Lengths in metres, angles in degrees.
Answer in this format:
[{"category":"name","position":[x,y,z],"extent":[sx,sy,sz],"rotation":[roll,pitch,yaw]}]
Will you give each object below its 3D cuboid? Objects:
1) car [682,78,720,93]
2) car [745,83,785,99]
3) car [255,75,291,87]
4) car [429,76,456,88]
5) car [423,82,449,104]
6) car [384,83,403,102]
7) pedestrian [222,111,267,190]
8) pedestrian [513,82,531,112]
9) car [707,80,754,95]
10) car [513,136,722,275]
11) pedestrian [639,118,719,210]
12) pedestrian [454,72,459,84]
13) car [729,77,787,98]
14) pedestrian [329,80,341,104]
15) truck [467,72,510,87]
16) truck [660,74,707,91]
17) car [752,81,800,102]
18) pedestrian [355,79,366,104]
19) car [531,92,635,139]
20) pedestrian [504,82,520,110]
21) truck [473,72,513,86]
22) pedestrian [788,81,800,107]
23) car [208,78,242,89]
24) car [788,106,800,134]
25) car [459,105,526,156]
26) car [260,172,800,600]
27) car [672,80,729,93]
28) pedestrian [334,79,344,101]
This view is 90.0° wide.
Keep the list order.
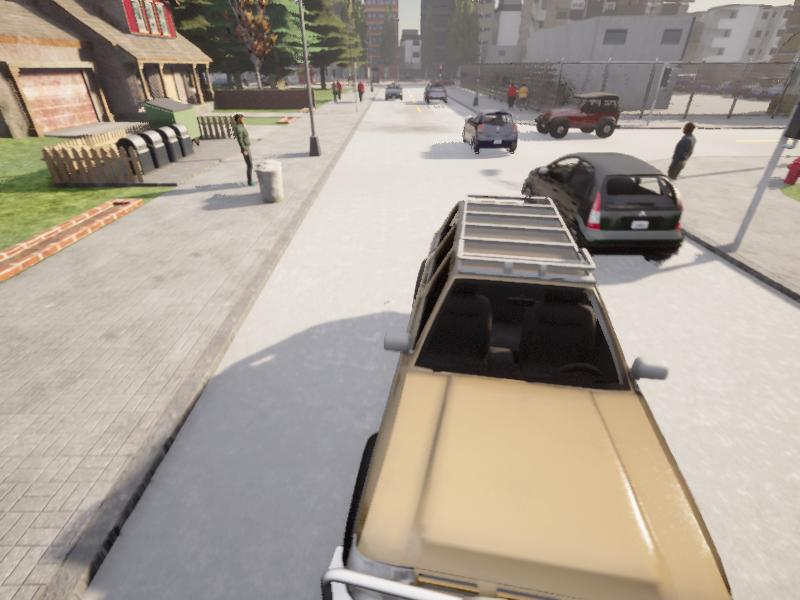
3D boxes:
[{"category":"car","position":[37.978,-27.119,50.616],"extent":[1.789,1.547,3.705],"rotation":[0,30,-1]},{"category":"car","position":[36.889,-21.141,40.507],"extent":[2.207,1.379,1.481],"rotation":[0,30,-1]},{"category":"car","position":[-20.728,-35.879,65.648],"extent":[5.027,1.651,2.152],"rotation":[0,30,-1]},{"category":"car","position":[7.006,-35.677,65.316],"extent":[3.988,1.617,1.851],"rotation":[-17,35,-27]},{"category":"car","position":[3.394,-19.966,38.468],"extent":[2.033,1.649,4.856],"rotation":[0,30,0]},{"category":"car","position":[-0.606,-20.808,40.060],"extent":[1.816,1.474,4.193],"rotation":[0,30,-1]},{"category":"pedestrian","position":[-4.144,-4.028,10.773],"extent":[0.751,1.860,0.751],"rotation":[-8,31,-13]},{"category":"pedestrian","position":[8.739,-14.530,28.687],"extent":[0.751,1.860,0.751],"rotation":[0,30,0]},{"category":"car","position":[38.600,-24.863,46.785],"extent":[3.633,1.501,1.845],"rotation":[0,30,-1]},{"category":"car","position":[3.815,-2.125,8.028],"extent":[1.851,1.617,3.988],"rotation":[0,30,0]},{"category":"pedestrian","position":[6.417,-3.149,9.273],"extent":[0.751,1.860,0.751],"rotation":[-16,34,-25]},{"category":"pedestrian","position":[10.617,-41.453,74.720],"extent":[0.751,1.860,0.751],"rotation":[7,31,11]},{"category":"car","position":[37.729,-22.419,42.274],"extent":[3.866,1.878,1.905],"rotation":[0,30,-1]},{"category":"pedestrian","position":[-5.688,-18.231,35.024],"extent":[0.751,1.860,0.751],"rotation":[-1,30,-2]},{"category":"truck","position":[14.501,-36.297,65.888],"extent":[6.274,2.098,2.390],"rotation":[0,30,-1]},{"category":"truck","position":[38.255,-29.444,54.111],"extent":[4.478,2.038,2.069],"rotation":[0,30,-1]},{"category":"car","position":[37.524,-20.158,38.623],"extent":[4.611,1.667,2.242],"rotation":[0,30,-1]},{"category":"pedestrian","position":[-3.445,-18.337,35.203],"extent":[0.751,1.860,0.751],"rotation":[3,30,5]},{"category":"car","position":[8.758,-9.001,19.487],"extent":[3.866,1.878,1.905],"rotation":[-3,30,-5]},{"category":"pedestrian","position":[8.361,-15.245,29.907],"extent":[0.751,1.860,0.751],"rotation":[-3,31,-6]},{"category":"truck","position":[16.069,-38.334,69.363],"extent":[6.274,2.098,2.390],"rotation":[-1,30,-1]},{"category":"pedestrian","position":[32.371,-16.561,32.173],"extent":[0.751,1.860,0.751],"rotation":[-7,31,-12]},{"category":"car","position":[-28.688,-35.566,65.724],"extent":[4.674,1.442,1.812],"rotation":[0,30,-1]},{"category":"car","position":[23.016,-9.032,19.914],"extent":[4.902,1.511,2.128],"rotation":[0,30,-1]},{"category":"car","position":[3.699,-7.151,16.686],"extent":[1.845,1.501,3.633],"rotation":[0,30,-1]},{"category":"car","position":[0.922,0.372,3.499],"extent":[1.932,1.855,4.605],"rotation":[5,30,9]},{"category":"car","position":[38.135,-27.172,50.850],"extent":[5.357,1.415,2.033],"rotation":[0,30,-1]},{"category":"pedestrian","position":[-5.710,-19.654,37.453],"extent":[0.751,1.860,0.751],"rotation":[0,30,0]}]
